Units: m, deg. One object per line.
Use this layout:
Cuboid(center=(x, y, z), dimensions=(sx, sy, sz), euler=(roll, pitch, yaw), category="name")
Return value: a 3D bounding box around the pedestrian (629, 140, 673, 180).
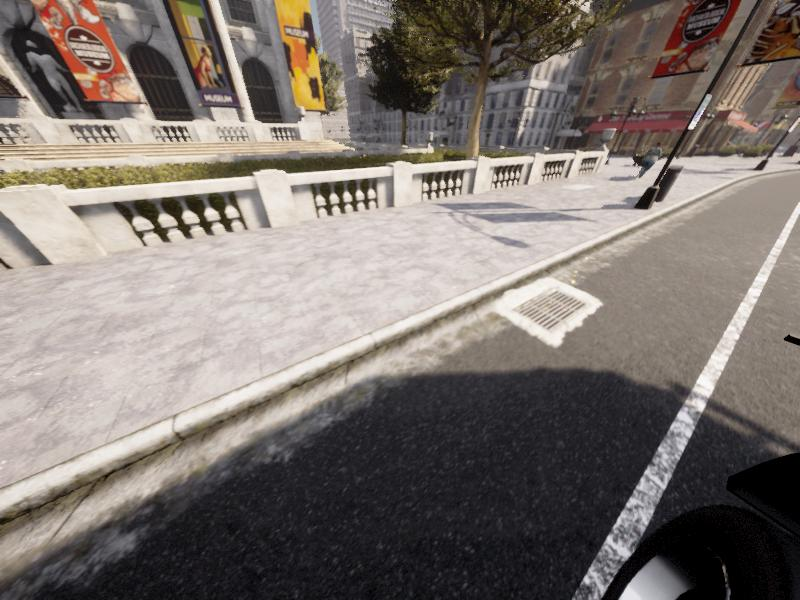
Cuboid(center=(14.052, -7.859, 13.010), dimensions=(0.751, 1.860, 0.751), euler=(-14, 38, -19), category="pedestrian")
